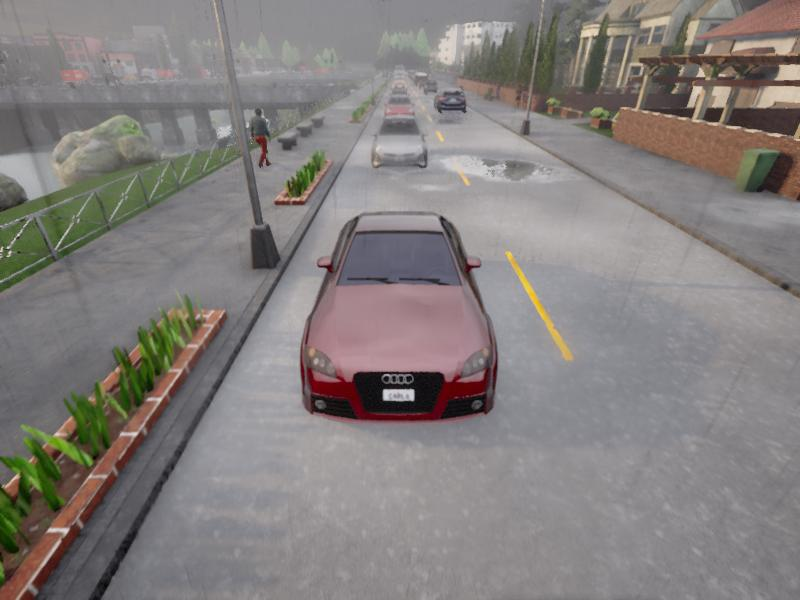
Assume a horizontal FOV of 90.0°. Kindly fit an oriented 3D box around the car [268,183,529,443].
[{"bbox_3d":[-0.009,-0.306,5.207,1.994,1.385,4.181,0,30,0],"label":"car"}]

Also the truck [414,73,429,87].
[{"bbox_3d":[3.948,-40.636,73.660,2.390,2.098,6.274,0,30,0],"label":"truck"}]

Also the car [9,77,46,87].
[{"bbox_3d":[-65.738,-38.554,70.663,1.837,1.490,4.892,0,30,0],"label":"car"}]

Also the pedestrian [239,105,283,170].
[{"bbox_3d":[-4.482,-5.267,12.972,0.751,1.860,0.751,10,32,16],"label":"pedestrian"}]

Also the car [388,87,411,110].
[{"bbox_3d":[-0.026,-17.120,33.943,1.816,1.474,4.193,0,30,0],"label":"car"}]

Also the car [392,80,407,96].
[{"bbox_3d":[-0.038,-27.010,50.846,1.882,1.535,5.008,0,30,0],"label":"car"}]

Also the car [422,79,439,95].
[{"bbox_3d":[3.963,-27.656,51.887,1.851,1.617,3.988,0,30,0],"label":"car"}]

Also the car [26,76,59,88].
[{"bbox_3d":[-61.735,-37.734,69.232,1.851,1.617,3.988,0,30,0],"label":"car"}]

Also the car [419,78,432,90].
[{"bbox_3d":[3.953,-34.277,63.376,1.816,1.474,4.193,0,30,0],"label":"car"}]

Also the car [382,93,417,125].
[{"bbox_3d":[-0.021,-12.308,25.638,2.007,1.525,4.514,0,30,0],"label":"car"}]

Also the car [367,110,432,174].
[{"bbox_3d":[-0.015,-5.947,14.726,2.007,1.525,4.514,0,30,0],"label":"car"}]

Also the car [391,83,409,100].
[{"bbox_3d":[-0.034,-22.410,42.965,1.845,1.501,3.633,0,30,0],"label":"car"}]

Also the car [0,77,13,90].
[{"bbox_3d":[-61.727,-32.486,60.118,1.930,1.638,5.238,0,30,0],"label":"car"}]

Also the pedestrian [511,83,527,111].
[{"bbox_3d":[9.055,-15.504,30.537,0.751,1.860,0.751,-2,30,-3],"label":"pedestrian"}]

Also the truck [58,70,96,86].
[{"bbox_3d":[-61.745,-42.609,76.657,2.627,2.467,5.204,0,30,0],"label":"truck"}]

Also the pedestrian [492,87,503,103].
[{"bbox_3d":[9.198,-19.393,37.764,0.751,1.300,0.751,-1,30,-2],"label":"pedestrian"}]

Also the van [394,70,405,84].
[{"bbox_3d":[-0.061,-47.464,85.041,2.351,2.431,6.366,0,30,0],"label":"van"}]

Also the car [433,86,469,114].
[{"bbox_3d":[3.971,-15.942,31.729,2.242,1.667,4.611,0,30,0],"label":"car"}]
